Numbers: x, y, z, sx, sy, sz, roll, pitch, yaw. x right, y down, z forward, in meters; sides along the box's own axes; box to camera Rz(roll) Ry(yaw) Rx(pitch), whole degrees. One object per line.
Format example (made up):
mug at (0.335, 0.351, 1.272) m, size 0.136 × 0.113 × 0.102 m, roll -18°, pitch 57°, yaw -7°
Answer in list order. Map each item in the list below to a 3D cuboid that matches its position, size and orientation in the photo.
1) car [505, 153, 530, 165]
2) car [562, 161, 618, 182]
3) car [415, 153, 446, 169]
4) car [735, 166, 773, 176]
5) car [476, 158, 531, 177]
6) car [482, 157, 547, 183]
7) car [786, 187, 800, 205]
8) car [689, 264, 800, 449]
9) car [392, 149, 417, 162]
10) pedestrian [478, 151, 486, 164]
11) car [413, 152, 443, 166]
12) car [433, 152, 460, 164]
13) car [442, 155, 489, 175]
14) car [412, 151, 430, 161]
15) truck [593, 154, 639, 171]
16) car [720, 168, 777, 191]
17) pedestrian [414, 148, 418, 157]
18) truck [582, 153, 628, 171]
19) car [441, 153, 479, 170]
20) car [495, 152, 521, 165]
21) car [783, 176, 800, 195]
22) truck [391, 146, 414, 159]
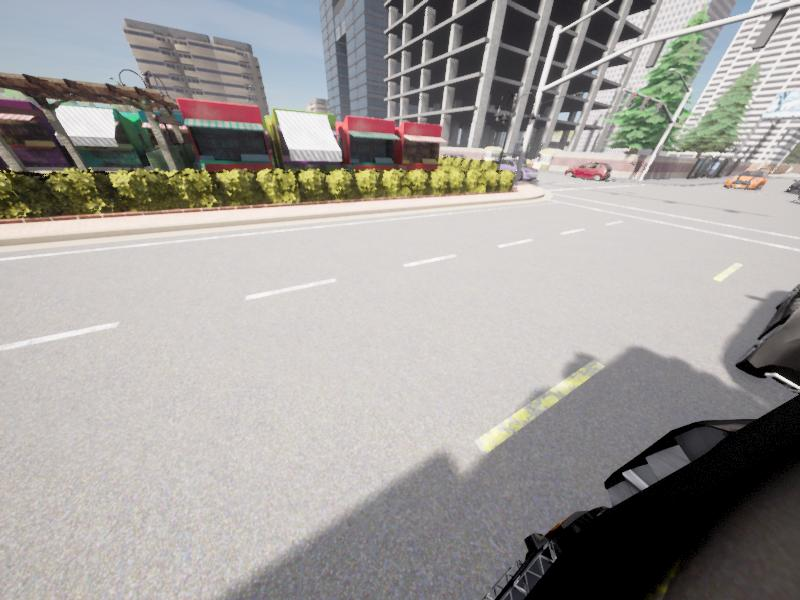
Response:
car at (23.689, -28.552, 46.700) m, size 1.905 × 1.878 × 3.866 m, roll -15°, pitch 38°, yaw -25°
car at (20.261, -13.869, 24.831) m, size 1.851 × 1.617 × 3.988 m, roll -17°, pitch 39°, yaw -28°
car at (3.964, -18.479, 30.637) m, size 1.816 × 1.474 × 4.193 m, roll -16°, pitch 38°, yaw -26°
car at (87.484, -31.939, 57.136) m, size 2.097 × 1.767 × 4.553 m, roll -15°, pitch 38°, yaw -25°
car at (11.399, -14.857, 25.828) m, size 2.033 × 1.411 × 5.357 m, roll -16°, pitch 38°, yaw -26°
car at (10.365, -12.080, 21.356) m, size 2.033 × 1.649 × 4.856 m, roll -16°, pitch 38°, yaw -25°
car at (27.458, -6.187, 14.073) m, size 2.033 × 1.411 × 5.357 m, roll 22°, pitch 38°, yaw 27°
car at (6.041, 0.328, 2.548) m, size 4.902 × 1.511 × 2.128 m, roll -15°, pitch 38°, yaw -25°
car at (0.646, -25.811, 41.269) m, size 1.930 × 1.638 × 5.238 m, roll -16°, pitch 38°, yaw -26°
pedestrian at (14.636, -25.417, 41.234) m, size 0.751 × 1.860 × 0.751 m, roll -15°, pitch 38°, yaw -25°
car at (4.296, -22.082, 36.037) m, size 2.038 × 1.542 × 4.974 m, roll -16°, pitch 38°, yaw -26°
car at (8.296, -25.875, 42.047) m, size 1.882 × 1.535 × 5.008 m, roll -16°, pitch 38°, yaw -26°
car at (7.194, -15.223, 25.977) m, size 2.163 × 1.488 × 4.792 m, roll -16°, pitch 38°, yaw -26°
car at (4.336, -29.883, 47.762) m, size 1.789 × 1.549 × 3.705 m, roll -16°, pitch 38°, yaw -26°
truck at (40.804, -26.091, 43.839) m, size 2.615 × 2.467 × 5.204 m, roll -15°, pitch 38°, yaw -25°
car at (35.871, -12.411, 23.765) m, size 4.553 × 1.767 × 2.097 m, roll -15°, pitch 38°, yaw -25°
pedestrian at (4.024, -36.920, 57.742) m, size 0.751 × 1.860 × 0.751 m, roll -16°, pitch 38°, yaw -26°
truck at (37.048, -25.056, 41.992) m, size 2.615 × 2.467 × 5.204 m, roll -15°, pitch 38°, yaw -25°
car at (7.861, -18.546, 30.860) m, size 2.242 × 1.667 × 4.611 m, roll -16°, pitch 38°, yaw -26°
car at (21.127, -27.846, 45.440) m, size 1.905 × 1.878 × 3.866 m, roll -15°, pitch 38°, yaw -25°
car at (39.913, -11.178, 22.488) m, size 4.892 × 1.490 × 1.837 m, roll -16°, pitch 38°, yaw -25°
truck at (0.516, -33.970, 53.131) m, size 2.390 × 2.098 × 6.274 m, roll -16°, pitch 38°, yaw -26°
